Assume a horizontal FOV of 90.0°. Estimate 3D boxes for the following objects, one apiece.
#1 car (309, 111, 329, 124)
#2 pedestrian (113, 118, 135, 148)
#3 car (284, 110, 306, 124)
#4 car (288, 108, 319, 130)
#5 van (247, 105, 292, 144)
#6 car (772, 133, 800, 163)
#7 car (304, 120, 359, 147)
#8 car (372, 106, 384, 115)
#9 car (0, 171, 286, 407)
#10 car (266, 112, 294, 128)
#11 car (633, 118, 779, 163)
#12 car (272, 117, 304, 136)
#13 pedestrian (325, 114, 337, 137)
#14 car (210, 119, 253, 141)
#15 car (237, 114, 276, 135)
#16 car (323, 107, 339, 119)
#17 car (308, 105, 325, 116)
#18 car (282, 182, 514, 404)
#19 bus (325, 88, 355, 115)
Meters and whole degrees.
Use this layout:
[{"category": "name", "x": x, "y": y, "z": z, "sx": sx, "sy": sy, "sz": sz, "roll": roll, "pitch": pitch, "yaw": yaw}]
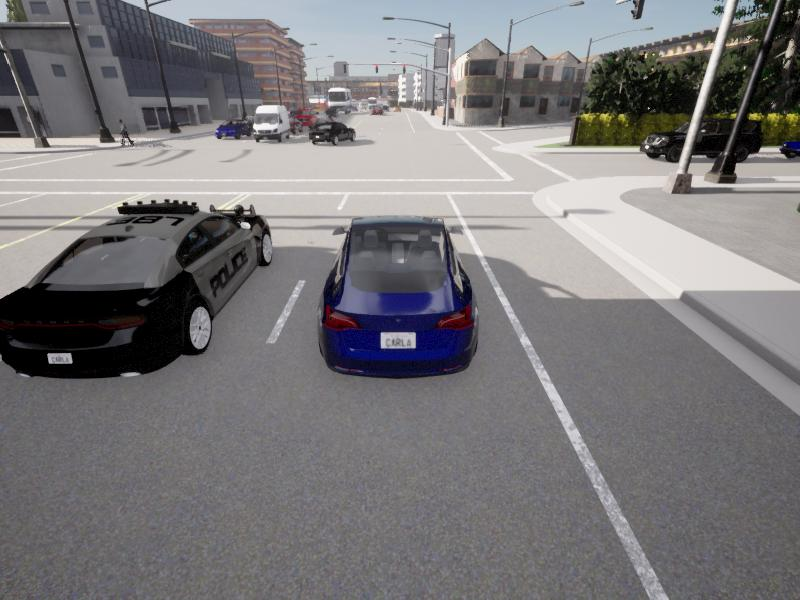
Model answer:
[{"category": "car", "x": -10.846, "y": -24.616, "z": 53.901, "sx": 1.812, "sy": 1.442, "sz": 4.674, "roll": 0, "pitch": 28, "yaw": 0}, {"category": "pedestrian", "x": -18.683, "y": -11.327, "z": 27.112, "sx": 0.751, "sy": 1.860, "sz": 0.751, "roll": -18, "pitch": 32, "yaw": -33}, {"category": "car", "x": -14.355, "y": -25.225, "z": 55.016, "sx": 1.837, "sy": 1.490, "sz": 4.892, "roll": 0, "pitch": 28, "yaw": 0}, {"category": "car", "x": -10.789, "y": -20.546, "z": 45.352, "sx": 2.150, "sy": 2.045, "sz": 5.566, "roll": 0, "pitch": 27, "yaw": 0}, {"category": "van", "x": -10.329, "y": -14.207, "z": 32.194, "sx": 1.988, "sy": 2.561, "sz": 5.915, "roll": -2, "pitch": 27, "yaw": -4}, {"category": "car", "x": 23.277, "y": -8.123, "z": 21.334, "sx": 4.718, "sy": 1.301, "sz": 1.895, "roll": 0, "pitch": 26, "yaw": 0}, {"category": "car", "x": -5.029, "y": -12.669, "z": 30.227, "sx": 1.882, "sy": 1.535, "sz": 5.008, "roll": 9, "pitch": 28, "yaw": 17}, {"category": "car", "x": -3.969, "y": -34.112, "z": 71.993, "sx": 1.994, "sy": 1.385, "sz": 4.181, "roll": 0, "pitch": 27, "yaw": 0}, {"category": "car", "x": -3.524, "y": -0.752, "z": 6.336, "sx": 1.930, "sy": 1.638, "sz": 5.238, "roll": 0, "pitch": 27, "yaw": 0}, {"category": "car", "x": -14.310, "y": -21.657, "z": 48.092, "sx": 1.882, "sy": 1.535, "sz": 5.008, "roll": 0, "pitch": 27, "yaw": 0}, {"category": "car", "x": 15.945, "y": -8.466, "z": 21.181, "sx": 5.566, "sy": 2.045, "sz": 2.150, "roll": 0, "pitch": 26, "yaw": 0}, {"category": "car", "x": -10.727, "y": -16.856, "z": 38.687, "sx": 1.812, "sy": 1.442, "sz": 4.674, "roll": 0, "pitch": 27, "yaw": 0}, {"category": "pedestrian", "x": -6.043, "y": -15.280, "z": 35.048, "sx": 0.751, "sy": 1.860, "sz": 0.751, "roll": -7, "pitch": 27, "yaw": -13}, {"category": "car", "x": -14.227, "y": -14.534, "z": 34.034, "sx": 1.816, "sy": 1.474, "sz": 4.193, "roll": 0, "pitch": 27, "yaw": 0}, {"category": "car", "x": -14.257, "y": -17.697, "z": 40.147, "sx": 1.930, "sy": 1.638, "sz": 5.238, "roll": 0, "pitch": 27, "yaw": 0}, {"category": "car", "x": -10.912, "y": -29.835, "z": 63.737, "sx": 1.816, "sy": 1.474, "sz": 4.193, "roll": 0, "pitch": 28, "yaw": 0}, {"category": "car", "x": -14.453, "y": -33.022, "z": 69.709, "sx": 1.882, "sy": 1.535, "sz": 5.008, "roll": 0, "pitch": 28, "yaw": 0}, {"category": "car", "x": -0.031, "y": -0.602, "z": 6.212, "sx": 2.163, "sy": 1.488, "sz": 4.792, "roll": 0, "pitch": 27, "yaw": 0}, {"category": "bus", "x": -10.864, "y": -36.699, "z": 73.894, "sx": 3.944, "sy": 4.253, "sz": 10.273, "roll": 0, "pitch": 27, "yaw": 0}]
